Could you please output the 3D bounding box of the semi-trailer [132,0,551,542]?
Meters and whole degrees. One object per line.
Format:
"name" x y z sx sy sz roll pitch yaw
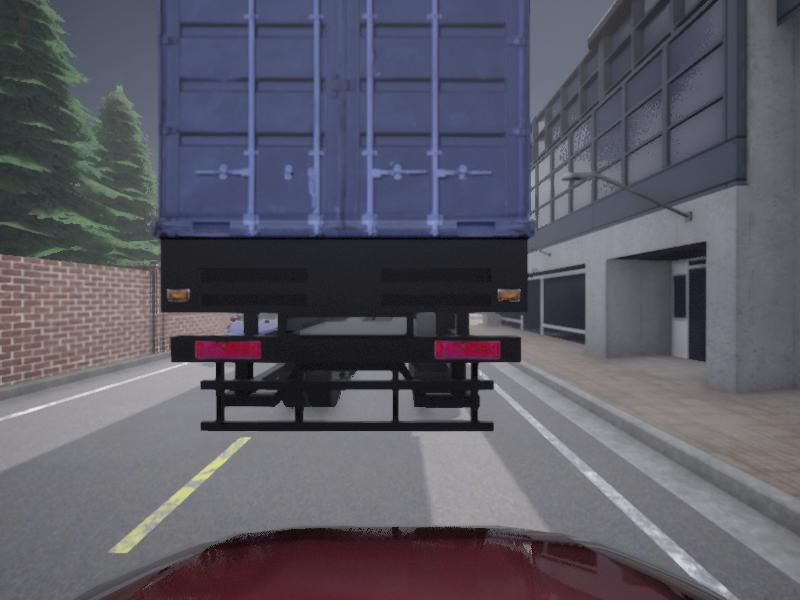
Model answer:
"semi-trailer" -0.365 -0.639 9.721 2.717 4.402 14.254 0 0 0

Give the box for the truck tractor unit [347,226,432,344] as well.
"truck tractor unit" -0.313 -0.565 17.630 3.053 4.208 6.516 0 1 1

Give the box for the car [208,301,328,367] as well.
"car" -3.517 0.801 11.674 2.007 1.525 4.514 0 0 0
